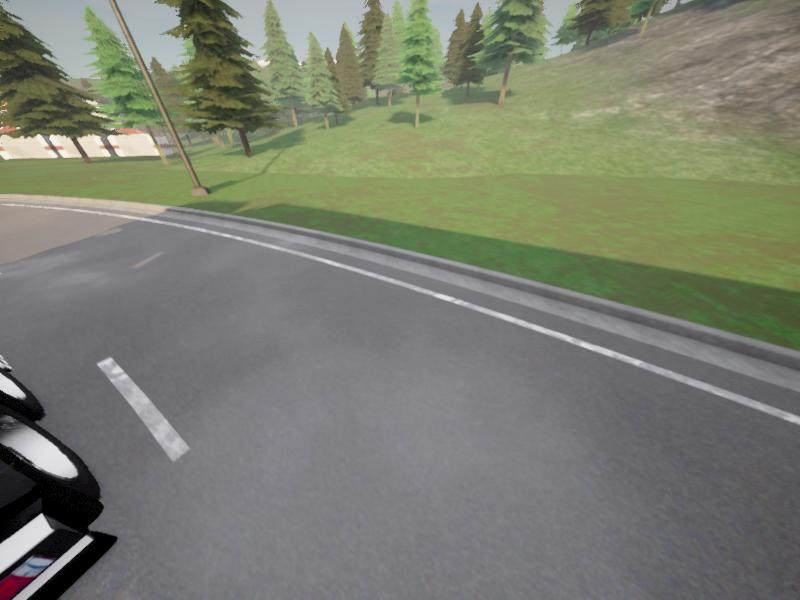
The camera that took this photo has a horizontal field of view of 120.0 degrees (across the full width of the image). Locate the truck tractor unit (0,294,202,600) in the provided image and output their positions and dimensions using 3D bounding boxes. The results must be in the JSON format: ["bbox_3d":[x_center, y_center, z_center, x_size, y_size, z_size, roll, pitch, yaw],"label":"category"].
[{"bbox_3d":[-5.167,-0.241,0.704,6.516,4.208,3.053,16,38,22],"label":"truck tractor unit"}]
